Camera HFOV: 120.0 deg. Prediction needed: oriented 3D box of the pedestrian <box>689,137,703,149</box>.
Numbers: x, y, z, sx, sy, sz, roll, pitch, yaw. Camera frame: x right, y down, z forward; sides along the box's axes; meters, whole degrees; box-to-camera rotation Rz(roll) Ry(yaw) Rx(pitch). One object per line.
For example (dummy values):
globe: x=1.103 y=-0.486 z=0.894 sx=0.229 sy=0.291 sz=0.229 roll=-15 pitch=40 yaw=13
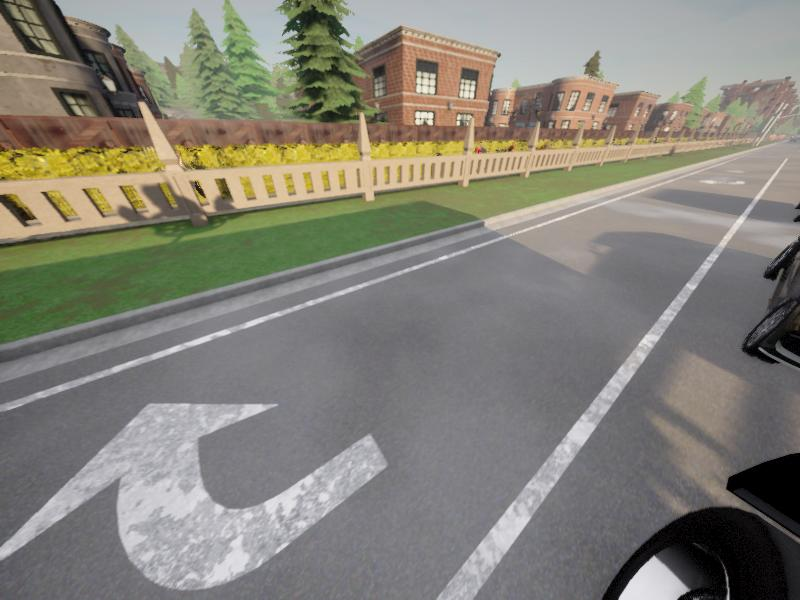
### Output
pedestrian: x=54.820 y=-29.066 z=42.804 sx=0.751 sy=1.860 sz=0.751 roll=-22 pitch=41 yaw=-28

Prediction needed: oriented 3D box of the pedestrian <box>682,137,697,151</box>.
pedestrian: x=48.101 y=-25.923 z=38.394 sx=0.751 sy=1.860 sz=0.751 roll=-23 pitch=41 yaw=-28

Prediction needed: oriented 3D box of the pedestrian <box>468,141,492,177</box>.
pedestrian: x=4.961 y=-8.766 z=14.374 sx=0.751 sy=1.860 sz=0.751 roll=-21 pitch=40 yaw=-26

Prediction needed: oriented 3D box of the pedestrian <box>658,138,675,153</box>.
pedestrian: x=38.570 y=-22.351 z=33.392 sx=0.751 sy=1.860 sz=0.751 roll=-22 pitch=41 yaw=-28

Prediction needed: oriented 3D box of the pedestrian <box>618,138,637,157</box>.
pedestrian: x=27.296 y=-18.331 z=27.773 sx=0.751 sy=1.860 sz=0.751 roll=-22 pitch=41 yaw=-28

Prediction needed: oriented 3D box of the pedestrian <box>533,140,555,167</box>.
pedestrian: x=11.776 y=-12.053 z=18.985 sx=0.751 sy=1.860 sz=0.751 roll=-23 pitch=41 yaw=-28

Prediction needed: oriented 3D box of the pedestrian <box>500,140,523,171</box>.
pedestrian: x=8.089 y=-10.494 z=16.801 sx=0.751 sy=1.860 sz=0.751 roll=-19 pitch=39 yaw=-25

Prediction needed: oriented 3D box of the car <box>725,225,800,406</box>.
car: x=6.487 y=-0.150 z=2.681 sx=5.027 sy=1.651 sz=2.152 roll=-22 pitch=41 yaw=-28

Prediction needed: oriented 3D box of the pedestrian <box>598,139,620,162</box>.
pedestrian: x=20.703 y=-14.860 z=22.900 sx=0.751 sy=1.860 sz=0.751 roll=-22 pitch=41 yaw=-28

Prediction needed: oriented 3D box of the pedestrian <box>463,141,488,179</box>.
pedestrian: x=4.466 y=-8.316 z=13.740 sx=0.751 sy=1.860 sz=0.751 roll=-22 pitch=40 yaw=-27

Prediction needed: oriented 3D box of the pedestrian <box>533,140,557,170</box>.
pedestrian: x=10.918 y=-10.953 z=17.433 sx=0.751 sy=1.860 sz=0.751 roll=-25 pitch=42 yaw=-30

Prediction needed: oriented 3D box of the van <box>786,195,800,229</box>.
van: x=13.944 y=-3.342 z=6.826 sx=4.442 sy=1.987 sz=1.775 roll=-22 pitch=41 yaw=-28

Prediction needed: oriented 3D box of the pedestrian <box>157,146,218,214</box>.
pedestrian: x=-6.911 y=-3.934 z=7.610 sx=0.751 sy=1.860 sz=0.751 roll=-24 pitch=41 yaw=-29

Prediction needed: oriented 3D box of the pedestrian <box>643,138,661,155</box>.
pedestrian: x=33.945 y=-20.750 z=31.156 sx=0.751 sy=1.860 sz=0.751 roll=-23 pitch=41 yaw=-28
